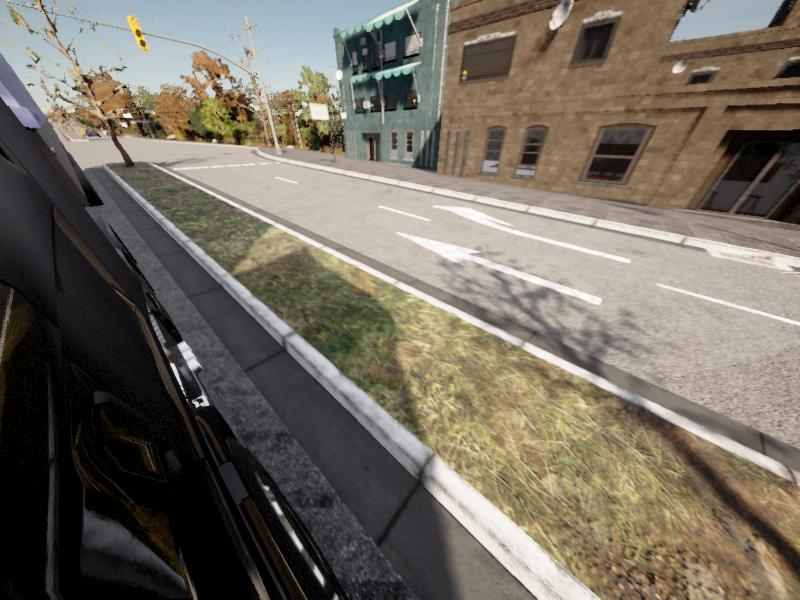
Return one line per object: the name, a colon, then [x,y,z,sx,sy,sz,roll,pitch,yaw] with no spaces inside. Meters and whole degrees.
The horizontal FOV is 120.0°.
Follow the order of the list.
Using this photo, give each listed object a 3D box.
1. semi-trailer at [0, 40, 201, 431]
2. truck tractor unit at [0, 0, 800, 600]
semi-trailer: [-8.701,-3.585,4.252,14.254,4.402,2.717,28,43,30]
truck tractor unit: [-2.645,-0.295,0.351,6.516,4.208,3.053,28,44,30]
